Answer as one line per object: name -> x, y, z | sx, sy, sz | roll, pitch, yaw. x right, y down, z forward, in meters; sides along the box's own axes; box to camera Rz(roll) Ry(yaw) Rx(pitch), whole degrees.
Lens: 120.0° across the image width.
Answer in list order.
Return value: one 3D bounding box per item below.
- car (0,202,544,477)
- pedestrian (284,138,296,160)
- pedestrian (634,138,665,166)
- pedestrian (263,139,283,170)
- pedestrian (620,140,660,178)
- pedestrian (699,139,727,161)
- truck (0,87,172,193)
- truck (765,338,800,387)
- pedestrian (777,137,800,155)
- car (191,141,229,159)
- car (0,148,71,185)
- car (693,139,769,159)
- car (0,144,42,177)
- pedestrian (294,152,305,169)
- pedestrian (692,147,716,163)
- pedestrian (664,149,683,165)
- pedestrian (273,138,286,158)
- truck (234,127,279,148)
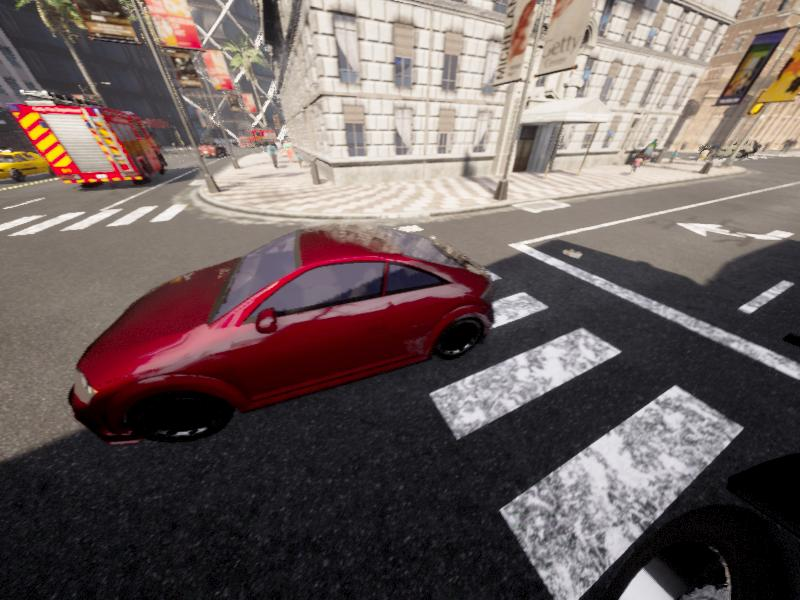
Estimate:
car -> -0.941, -0.074, 2.800 | 4.181, 1.385, 1.994 | -11, 37, -15
pedestrian -> -11.582, -15.910, 24.353 | 0.751, 1.860, 0.751 | -14, 38, -19
pedestrian -> 20.223, -11.968, 18.738 | 0.751, 1.860, 0.751 | -12, 37, -16
pedestrian -> -9.310, -10.637, 16.938 | 0.751, 1.860, 0.751 | -18, 39, -24
pedestrian -> 14.210, -8.379, 13.707 | 0.751, 1.860, 0.751 | -18, 39, -23
pedestrian -> 32.310, -15.448, 23.862 | 0.751, 1.860, 0.751 | -15, 38, -20
truck -> -17.127, -9.279, 13.657 | 2.891, 3.827, 8.468 | -20, 40, -25
truck -> 7.616, -0.160, 2.273 | 6.274, 2.098, 2.390 | -15, 38, -20
pedestrian -> 49.524, -19.552, 29.325 | 0.751, 1.860, 0.751 | -8, 36, -11
car -> -24.336, -19.419, 29.827 | 2.152, 1.651, 5.027 | -10, 37, -14
car -> -24.105, -8.398, 14.373 | 1.801, 1.575, 5.366 | -15, 38, -19
car -> 39.528, -18.266, 27.836 | 1.932, 1.855, 4.605 | -15, 39, -20
car -> -28.905, -9.729, 16.070 | 2.097, 1.767, 4.553 | -15, 38, -19
pedestrian -> -7.651, -10.623, 17.569 | 0.500, 1.100, 0.500 | -10, 37, -14
pedestrian -> 30.107, -14.418, 22.902 | 0.751, 1.300, 0.751 | -14, 38, -18
pedestrian -> 23.001, -11.994, 19.423 | 0.500, 1.100, 0.500 | -23, 41, -29
pedestrian -> -13.862, -17.498, 26.591 | 0.751, 1.860, 0.751 | -16, 38, -21
truck -> -33.007, -37.784, 53.752 | 2.891, 3.827, 8.468 | 13, 37, 17
